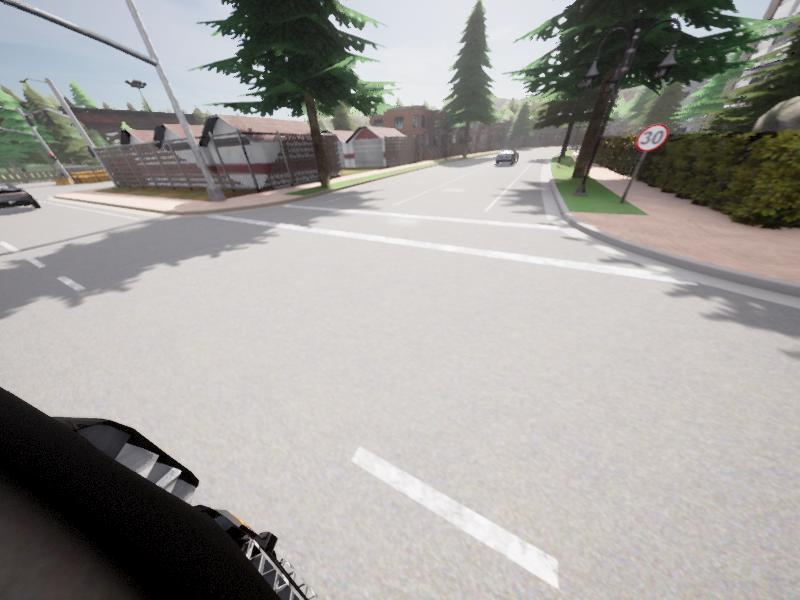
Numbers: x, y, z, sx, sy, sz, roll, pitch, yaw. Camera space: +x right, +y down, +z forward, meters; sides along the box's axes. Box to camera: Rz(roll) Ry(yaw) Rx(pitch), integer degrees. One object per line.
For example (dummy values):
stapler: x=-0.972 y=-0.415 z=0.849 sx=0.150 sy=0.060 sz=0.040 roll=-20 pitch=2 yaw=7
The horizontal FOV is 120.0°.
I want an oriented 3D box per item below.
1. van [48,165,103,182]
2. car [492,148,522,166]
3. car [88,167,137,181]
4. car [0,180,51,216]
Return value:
van: x=-51.465 y=-20.205 z=36.788 sx=1.775 sy=1.987 sz=4.442 roll=13 pitch=37 yaw=22
car: x=12.142 y=-16.171 z=26.024 sx=2.033 sy=1.411 sz=5.357 roll=15 pitch=38 yaw=25
car: x=-44.311 y=-19.516 z=35.733 sx=1.994 sy=1.385 sz=4.181 roll=13 pitch=37 yaw=22
car: x=-24.026 y=-6.192 z=13.882 sx=4.902 sy=1.511 sz=2.128 roll=14 pitch=37 yaw=24
